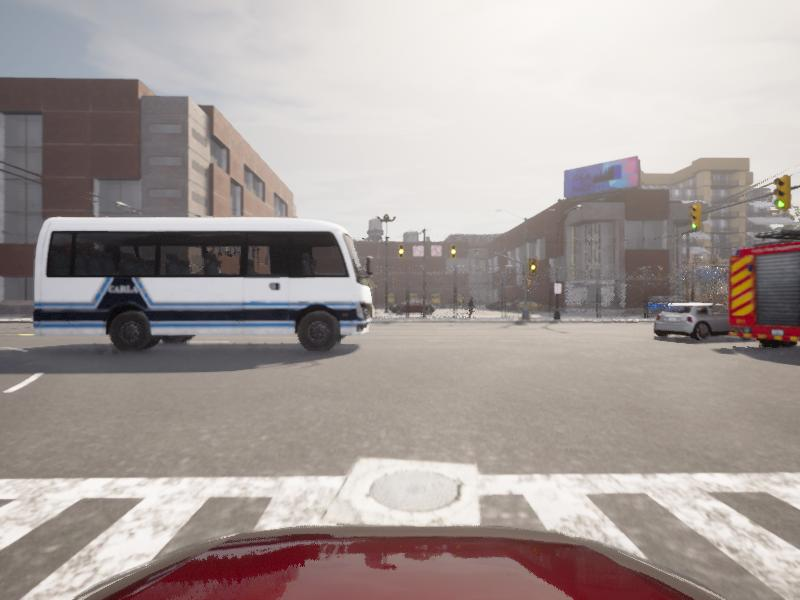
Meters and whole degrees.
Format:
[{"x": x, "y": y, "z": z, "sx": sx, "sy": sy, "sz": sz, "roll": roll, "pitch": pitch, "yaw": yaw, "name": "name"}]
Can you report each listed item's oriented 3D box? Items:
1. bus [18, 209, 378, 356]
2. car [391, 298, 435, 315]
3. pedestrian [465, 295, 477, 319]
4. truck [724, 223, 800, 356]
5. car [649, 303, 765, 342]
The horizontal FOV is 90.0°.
[{"x": -5.975, "y": -0.521, "z": 13.660, "sx": 10.273, "sy": 4.253, "sz": 3.944, "roll": 0, "pitch": 0, "yaw": -1, "name": "bus"}, {"x": 1.351, "y": 0.649, "z": 42.691, "sx": 4.553, "sy": 1.767, "sz": 2.185, "roll": 0, "pitch": 0, "yaw": -1, "name": "car"}, {"x": 5.409, "y": 0.524, "z": 30.534, "sx": 0.751, "sy": 1.860, "sz": 0.751, "roll": 0, "pitch": 0, "yaw": -3, "name": "pedestrian"}, {"x": 15.501, "y": -0.297, "z": 13.314, "sx": 8.468, "sy": 3.827, "sz": 2.891, "roll": 0, "pitch": 0, "yaw": -15, "name": "truck"}, {"x": 12.826, "y": 0.880, "z": 16.793, "sx": 3.806, "sy": 1.475, "sz": 1.970, "roll": 0, "pitch": 0, "yaw": -16, "name": "car"}]
